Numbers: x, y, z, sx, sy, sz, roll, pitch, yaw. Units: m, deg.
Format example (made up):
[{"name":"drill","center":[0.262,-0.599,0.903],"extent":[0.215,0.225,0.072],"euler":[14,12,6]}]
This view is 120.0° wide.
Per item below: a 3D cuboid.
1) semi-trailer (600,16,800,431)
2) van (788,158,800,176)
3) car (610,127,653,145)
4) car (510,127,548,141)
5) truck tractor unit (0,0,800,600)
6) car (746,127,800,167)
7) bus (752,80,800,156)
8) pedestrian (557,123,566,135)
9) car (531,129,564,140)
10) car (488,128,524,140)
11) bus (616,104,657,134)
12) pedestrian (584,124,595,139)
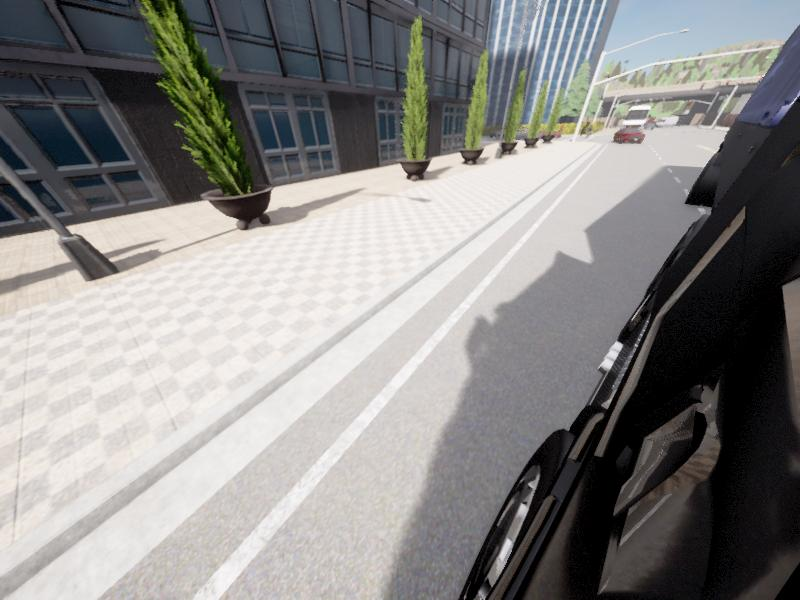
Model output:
[{"name":"semi-trailer","center":[8.580,-3.656,4.380],"extent":[14.254,4.402,2.717],"euler":[-29,44,-31]},{"name":"van","center":[16.877,-4.953,7.378],"extent":[2.351,2.431,6.366],"euler":[24,44,31]},{"name":"car","center":[25.596,-18.352,25.767],"extent":[1.882,1.535,5.008],"euler":[14,40,20]},{"name":"car","center":[20.343,-26.263,36.611],"extent":[4.611,1.667,2.242],"euler":[23,44,31]},{"name":"truck tractor unit","center":[2.645,-0.295,0.351],"extent":[6.516,4.208,3.053],"euler":[-28,44,-30]},{"name":"car","center":[21.578,-8.263,12.374],"extent":[2.128,1.511,4.902],"euler":[24,44,31]},{"name":"bus","center":[29.009,-11.963,14.682],"extent":[3.944,4.253,10.273],"euler":[24,44,31]},{"name":"pedestrian","center":[31.719,-33.607,45.481],"extent":[0.751,1.860,0.751],"euler":[27,45,33]},{"name":"car","center":[24.173,-27.179,37.902],"extent":[4.181,1.385,1.994],"euler":[22,43,29]},{"name":"car","center":[18.776,-29.569,41.179],"extent":[5.238,1.638,1.930],"euler":[23,44,30]},{"name":"bus","center":[46.991,-35.958,46.152],"extent":[3.944,4.253,10.273],"euler":[24,44,31]},{"name":"pedestrian","center":[28.854,-25.679,35.180],"extent":[0.751,1.860,0.751],"euler":[19,42,26]}]
